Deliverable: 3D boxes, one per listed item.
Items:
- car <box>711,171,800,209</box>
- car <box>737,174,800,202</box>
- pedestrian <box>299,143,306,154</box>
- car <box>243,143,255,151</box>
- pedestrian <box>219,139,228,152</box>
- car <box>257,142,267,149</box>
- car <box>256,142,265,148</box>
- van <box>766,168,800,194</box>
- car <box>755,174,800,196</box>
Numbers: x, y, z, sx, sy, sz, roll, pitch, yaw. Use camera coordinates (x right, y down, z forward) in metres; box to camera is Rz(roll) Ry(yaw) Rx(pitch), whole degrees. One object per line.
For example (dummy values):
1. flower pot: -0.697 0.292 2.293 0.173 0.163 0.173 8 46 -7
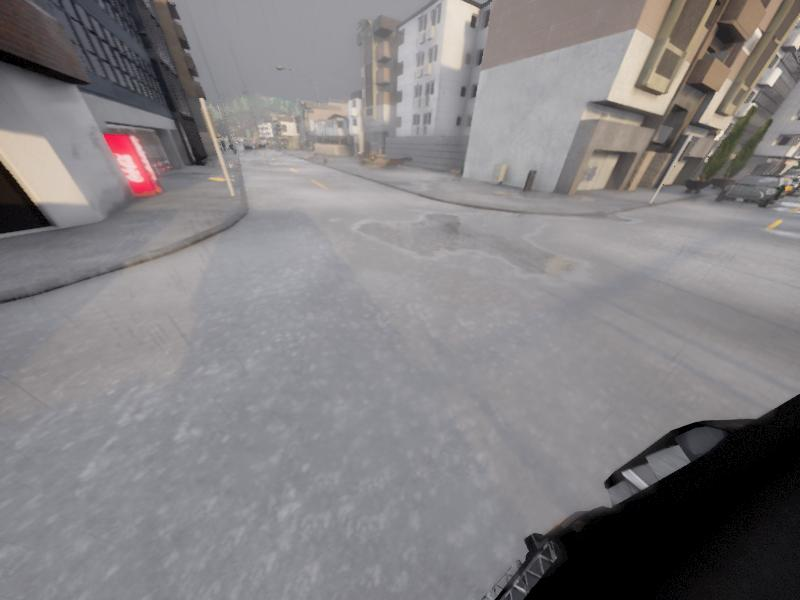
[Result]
1. car: 22.927 -7.204 14.907 4.553 1.767 2.097 -16 38 -26
2. car: 29.073 -8.877 18.083 5.366 1.575 1.801 -16 38 -26
3. pedestrian: -20.201 -31.500 47.917 0.751 1.860 0.751 -17 38 -27
4. car: -34.179 -34.521 52.140 1.895 1.301 4.718 -16 38 -26
5. pedestrian: -30.893 -27.105 40.496 0.751 1.860 0.751 -18 39 -28
6. car: -39.879 -44.715 66.747 1.930 1.638 5.238 -16 38 -26
7. car: -43.516 -48.286 71.901 1.801 1.575 5.366 -16 38 -26
8. van: 39.816 -12.123 23.408 4.442 1.987 1.775 -16 38 -26
9. car: 35.042 -10.543 21.135 3.806 1.475 1.970 -16 38 -26
